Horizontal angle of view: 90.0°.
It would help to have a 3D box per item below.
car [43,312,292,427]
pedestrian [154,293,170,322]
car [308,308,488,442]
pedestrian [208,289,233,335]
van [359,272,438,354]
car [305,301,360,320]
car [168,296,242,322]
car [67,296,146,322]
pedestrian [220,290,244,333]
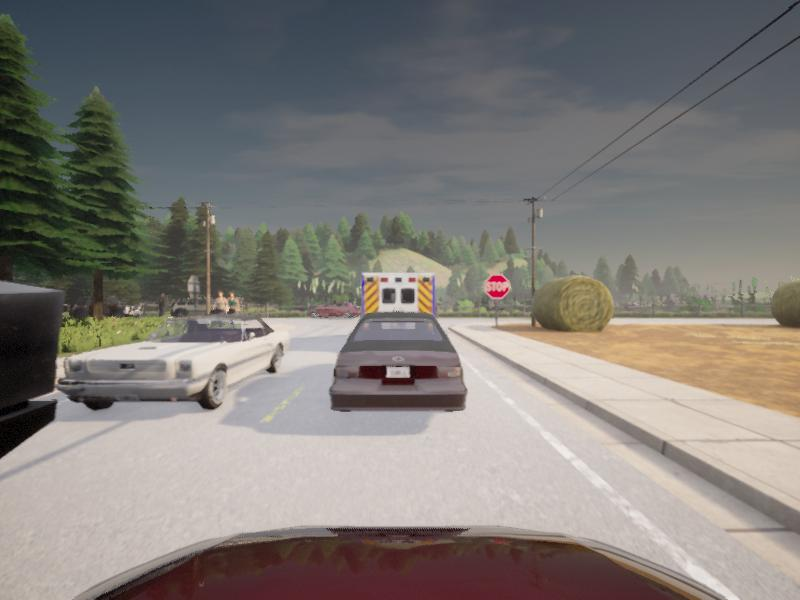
[{"bbox_3d":[-3.550,0.950,7.381,1.895,1.301,4.718,0,0,0],"label":"car"},{"bbox_3d":[-15.546,0.470,26.115,0.751,1.860,0.751,0,0,-21],"label":"pedestrian"},{"bbox_3d":[-0.030,0.900,7.213,2.033,1.411,5.357,0,0,0],"label":"car"},{"bbox_3d":[-7.473,0.497,16.688,0.751,1.860,0.751,0,0,-2],"label":"pedestrian"},{"bbox_3d":[-0.064,0.389,15.025,2.351,2.431,6.366,0,0,0],"label":"van"},{"bbox_3d":[-5.499,0.846,32.936,4.193,1.474,1.816,0,0,3],"label":"car"},{"bbox_3d":[-14.462,0.640,29.750,4.605,1.855,1.932,0,0,5],"label":"car"},{"bbox_3d":[-21.999,0.640,30.109,4.605,1.855,1.932,0,0,2],"label":"car"},{"bbox_3d":[-7.520,0.498,17.960,0.751,1.860,0.751,0,0,3],"label":"pedestrian"}]
